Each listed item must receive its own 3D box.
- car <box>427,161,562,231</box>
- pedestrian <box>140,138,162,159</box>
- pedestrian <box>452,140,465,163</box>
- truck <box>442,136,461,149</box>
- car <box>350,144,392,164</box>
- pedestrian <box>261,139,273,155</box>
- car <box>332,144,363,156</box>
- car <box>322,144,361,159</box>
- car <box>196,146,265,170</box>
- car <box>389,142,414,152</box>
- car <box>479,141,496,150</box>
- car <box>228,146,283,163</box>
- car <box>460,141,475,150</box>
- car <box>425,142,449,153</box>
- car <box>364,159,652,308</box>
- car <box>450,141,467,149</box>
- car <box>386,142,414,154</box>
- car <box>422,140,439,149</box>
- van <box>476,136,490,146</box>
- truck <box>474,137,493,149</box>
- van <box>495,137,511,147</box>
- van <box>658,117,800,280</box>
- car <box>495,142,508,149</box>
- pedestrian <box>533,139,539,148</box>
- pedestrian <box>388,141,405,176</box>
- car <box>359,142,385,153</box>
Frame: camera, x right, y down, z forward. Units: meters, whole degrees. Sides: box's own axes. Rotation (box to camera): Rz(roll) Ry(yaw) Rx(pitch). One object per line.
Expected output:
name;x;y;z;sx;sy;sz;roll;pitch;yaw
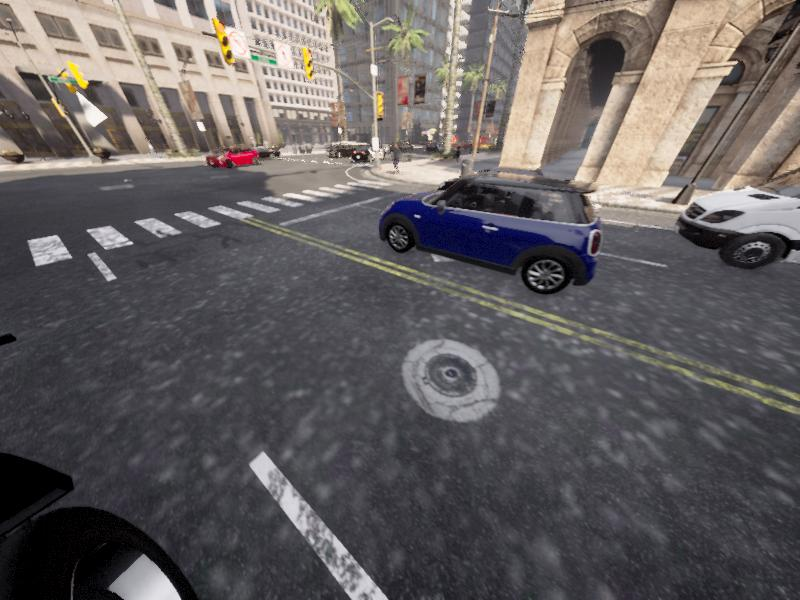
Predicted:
car;3.016;-3.679;7.828;3.633;1.501;1.845;22;41;28
pedestrian;-26.909;-16.378;25.022;0.751;1.860;0.751;22;40;27
pedestrian;5.691;-14.463;22.559;0.751;1.860;0.751;16;38;21
truck;13.170;-40.513;59.361;2.627;2.467;5.204;22;41;28
car;-3.054;-16.305;25.699;2.038;1.542;4.974;20;40;25
pedestrian;-17.780;-20.501;30.945;0.751;1.860;0.751;-8;36;-11
car;-7.877;-22.907;35.170;1.994;1.385;4.181;23;41;28
car;-7.589;-19.701;30.513;1.837;1.490;4.892;22;41;28
car;-14.652;-12.593;20.342;2.007;1.525;4.514;10;36;13
car;0.324;-29.574;44.672;2.033;1.411;5.357;22;41;28
car;19.947;-35.120;52.567;1.801;1.575;5.366;22;41;28
car;-15.994;-16.288;25.777;1.895;1.301;4.718;22;41;28
car;15.277;-34.808;52.079;1.789;1.549;3.705;22;41;28
car;6.812;-27.902;42.228;2.038;1.542;4.974;22;41;28
car;1.709;-1.855;4.999;4.553;1.767;2.097;22;41;28
car;14.179;-37.398;55.812;2.163;1.488;4.792;22;41;28
car;0.085;-25.987;39.365;1.930;1.638;5.238;22;41;28
car;7.633;-38.777;57.449;2.185;1.767;4.553;22;41;28
van;27.316;-52.308;76.116;1.988;2.561;5.915;22;41;28
truck;21.420;-40.269;59.078;2.627;2.467;5.204;22;41;28
van;32.008;-49.044;71.646;2.351;2.431;6.366;22;41;28
van;9.375;-1.518;3.935;5.915;2.561;1.988;22;41;28
car;26.801;-40.749;60.741;1.970;1.475;3.806;22;41;28
pedestrian;34.997;-40.268;59.409;0.751;1.860;0.751;-24;42;-31
pedestrian;-0.202;-9.171;15.003;0.751;1.860;0.751;29;44;34
car;-5.101;-28.390;42.878;2.163;1.488;4.792;22;41;28
